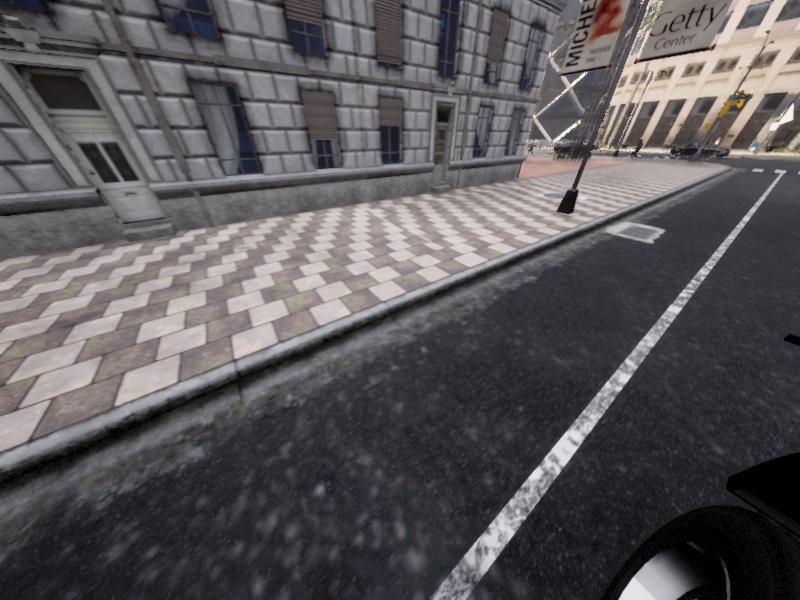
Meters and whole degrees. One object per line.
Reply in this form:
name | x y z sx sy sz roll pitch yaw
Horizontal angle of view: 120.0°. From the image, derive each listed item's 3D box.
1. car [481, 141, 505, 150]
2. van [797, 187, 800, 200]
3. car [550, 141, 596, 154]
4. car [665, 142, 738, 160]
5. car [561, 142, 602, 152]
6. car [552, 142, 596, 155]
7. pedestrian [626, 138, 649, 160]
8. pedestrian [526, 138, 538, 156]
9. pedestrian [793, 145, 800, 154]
car | 19.558 -32.552 48.655 4.181 1.385 1.994 14 38 19
van | 19.066 -5.360 9.614 4.442 1.987 1.775 -22 41 -28
car | 27.319 -24.300 36.673 1.930 1.638 5.238 -28 44 -33
car | 35.681 -17.795 27.498 2.128 1.511 4.902 -22 41 -28
car | 32.116 -27.244 41.016 2.033 1.411 5.357 -28 44 -33
car | 25.522 -22.341 34.084 1.812 1.442 4.674 -27 43 -32
pedestrian | 24.397 -15.519 23.761 0.751 1.860 0.751 -12 37 -16
pedestrian | 16.884 -19.588 29.590 0.751 1.860 0.751 23 41 29
pedestrian | 52.426 -20.025 29.904 0.751 1.860 0.751 -23 41 -29
